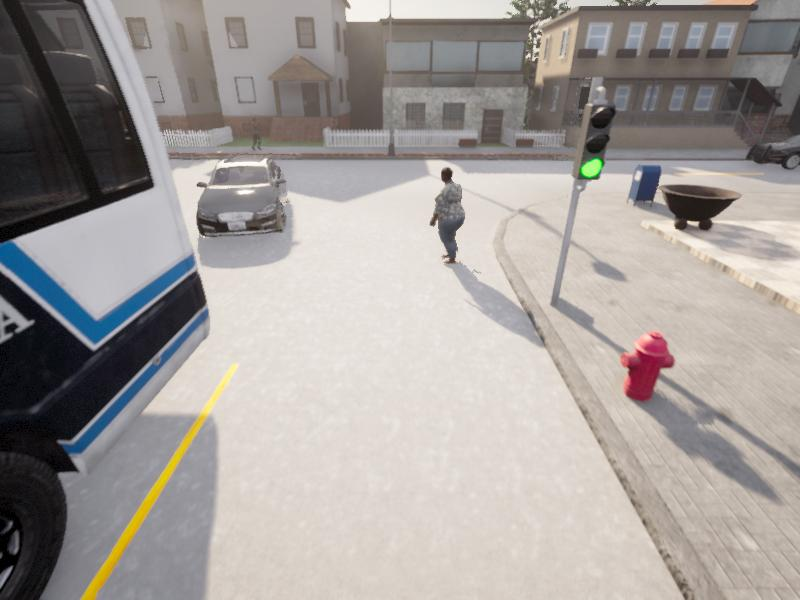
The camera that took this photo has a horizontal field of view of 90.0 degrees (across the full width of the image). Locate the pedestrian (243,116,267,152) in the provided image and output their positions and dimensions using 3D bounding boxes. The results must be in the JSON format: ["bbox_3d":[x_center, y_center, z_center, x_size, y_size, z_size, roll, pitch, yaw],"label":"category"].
[{"bbox_3d":[-8.201,-9.440,22.730,0.751,1.860,0.751,3,27,6],"label":"pedestrian"}]

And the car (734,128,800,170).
[{"bbox_3d":[19.222,-7.068,18.643,5.238,1.638,1.930,0,27,0],"label":"car"}]

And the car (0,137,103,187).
[{"bbox_3d":[-14.826,-5.350,15.401,4.974,1.542,2.038,0,27,1],"label":"car"}]

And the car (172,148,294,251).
[{"bbox_3d":[-4.078,-2.948,10.734,2.128,1.511,4.902,-6,28,-11],"label":"car"}]

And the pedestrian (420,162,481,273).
[{"bbox_3d":[0.938,-1.573,7.623,0.751,1.860,0.751,21,34,35],"label":"pedestrian"}]
